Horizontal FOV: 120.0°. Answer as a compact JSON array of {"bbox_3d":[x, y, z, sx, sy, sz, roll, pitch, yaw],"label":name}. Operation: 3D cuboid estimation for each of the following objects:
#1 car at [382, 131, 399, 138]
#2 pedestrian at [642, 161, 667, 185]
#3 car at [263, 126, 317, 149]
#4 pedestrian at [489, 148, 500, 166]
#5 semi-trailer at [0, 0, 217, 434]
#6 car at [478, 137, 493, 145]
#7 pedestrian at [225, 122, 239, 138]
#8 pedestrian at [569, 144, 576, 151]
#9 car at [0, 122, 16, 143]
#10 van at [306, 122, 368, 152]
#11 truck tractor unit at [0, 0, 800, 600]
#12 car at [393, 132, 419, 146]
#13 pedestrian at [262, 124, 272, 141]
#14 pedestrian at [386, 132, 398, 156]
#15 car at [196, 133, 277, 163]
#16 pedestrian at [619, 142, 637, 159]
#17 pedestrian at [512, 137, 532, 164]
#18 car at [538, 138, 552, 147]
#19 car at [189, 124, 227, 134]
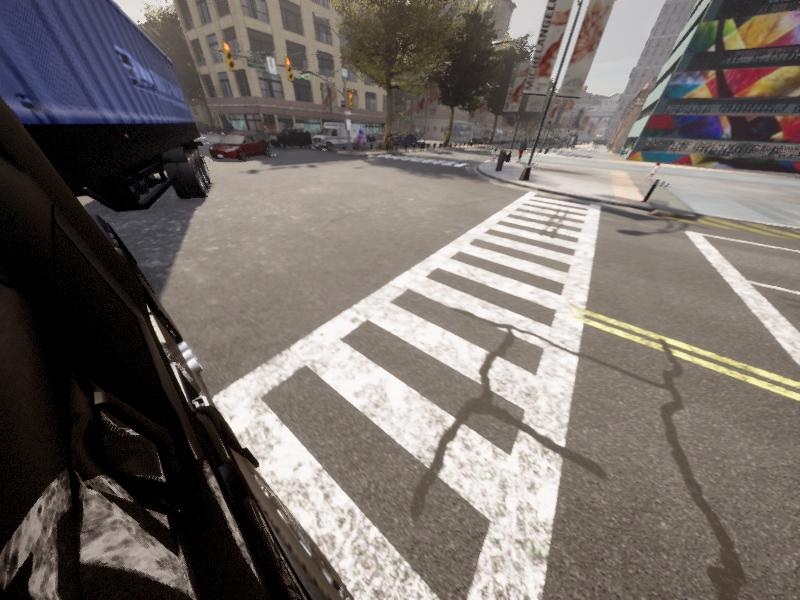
[{"bbox_3d":[-2.839,-50.173,69.979,5.008,1.535,1.882,24,42,26],"label":"car"},{"bbox_3d":[14.695,-7.349,13.367,0.500,1.100,0.500,31,45,33],"label":"pedestrian"},{"bbox_3d":[-11.827,-17.658,25.176,4.605,1.855,1.932,-29,47,-35],"label":"car"},{"bbox_3d":[7.331,-11.094,17.938,0.500,1.100,0.500,18,39,20],"label":"pedestrian"},{"bbox_3d":[-7.119,-4.339,5.347,2.717,4.402,14.254,-18,41,-25],"label":"semi-trailer"},{"bbox_3d":[20.887,-38.975,56.503,1.812,1.442,4.674,25,42,27],"label":"car"},{"bbox_3d":[-23.986,-24.261,33.009,0.751,1.860,0.751,25,42,27],"label":"pedestrian"},{"bbox_3d":[32.669,-28.962,43.752,0.500,1.100,0.500,31,45,33],"label":"pedestrian"},{"bbox_3d":[-34.487,-14.085,19.159,4.902,1.511,2.128,25,42,27],"label":"car"},{"bbox_3d":[-6.564,-17.858,25.334,2.351,2.431,6.366,25,42,27],"label":"van"},{"bbox_3d":[-2.645,-0.295,0.351,6.516,4.208,3.053,28,44,30],"label":"truck tractor unit"},{"bbox_3d":[0.981,-27.086,38.831,2.097,1.767,4.553,25,42,27],"label":"car"},{"bbox_3d":[-18.033,-22.753,31.367,0.751,1.860,0.751,-11,39,-18],"label":"pedestrian"},{"bbox_3d":[-0.802,-15.142,22.484,0.751,1.860,0.751,-27,46,-34],"label":"pedestrian"},{"bbox_3d":[-11.330,-11.015,16.572,2.163,1.488,4.792,5,37,3],"label":"car"},{"bbox_3d":[30.089,-19.775,30.533,0.751,1.860,0.751,14,38,15],"label":"pedestrian"},{"bbox_3d":[10.564,-12.919,19.979,0.751,1.860,0.751,-27,46,-34],"label":"pedestrian"},{"bbox_3d":[36.862,-40.043,58.642,1.932,1.855,4.605,25,42,27],"label":"car"},{"bbox_3d":[-38.500,-34.366,46.386,2.033,1.411,5.357,25,42,27],"label":"car"}]
